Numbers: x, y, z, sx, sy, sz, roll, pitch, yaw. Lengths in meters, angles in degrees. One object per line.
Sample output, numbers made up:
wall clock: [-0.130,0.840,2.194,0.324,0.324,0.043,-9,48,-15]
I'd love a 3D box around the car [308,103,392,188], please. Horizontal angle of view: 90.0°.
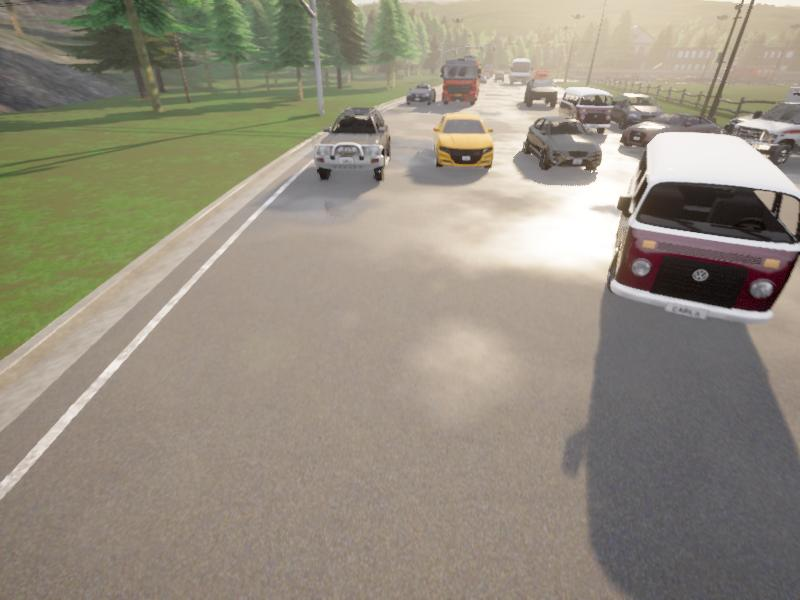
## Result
car: [-1.361,-5.138,12.875,1.932,1.855,4.605,1,30,2]

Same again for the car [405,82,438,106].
car: [2.012,-18.842,36.530,2.152,1.651,5.027,6,31,10]

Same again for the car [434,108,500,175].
car: [2.249,-5.998,14.726,1.882,1.535,5.008,2,30,3]

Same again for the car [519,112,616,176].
car: [5.737,-5.690,14.317,1.816,1.474,4.193,2,30,2]

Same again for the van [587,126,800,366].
van: [4.545,-1.343,6.329,2.069,2.038,4.480,15,33,24]

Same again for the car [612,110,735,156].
car: [11.653,-7.224,17.126,4.181,1.385,1.994,-11,32,-19]

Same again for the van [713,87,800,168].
van: [15.984,-6.534,14.969,6.366,2.431,2.351,-4,31,-7]

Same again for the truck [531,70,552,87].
truck: [24.694,-38.795,70.036,2.627,2.467,5.204,7,31,10]

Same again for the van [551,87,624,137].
van: [9.936,-10.279,21.642,2.069,2.038,4.480,4,31,5]

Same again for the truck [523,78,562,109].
truck: [12.524,-18.513,35.658,2.390,2.098,6.274,6,31,10]

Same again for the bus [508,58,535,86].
bus: [22.950,-43.583,76.412,3.944,4.253,10.273,7,31,10]

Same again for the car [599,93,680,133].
car: [13.621,-10.925,23.166,2.242,1.667,4.611,4,31,6]

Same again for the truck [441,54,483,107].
truck: [5.859,-20.451,37.155,2.891,3.827,8.468,7,31,10]

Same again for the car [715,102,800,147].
car: [18.172,-8.158,18.566,5.027,1.651,2.152,0,30,-1]
